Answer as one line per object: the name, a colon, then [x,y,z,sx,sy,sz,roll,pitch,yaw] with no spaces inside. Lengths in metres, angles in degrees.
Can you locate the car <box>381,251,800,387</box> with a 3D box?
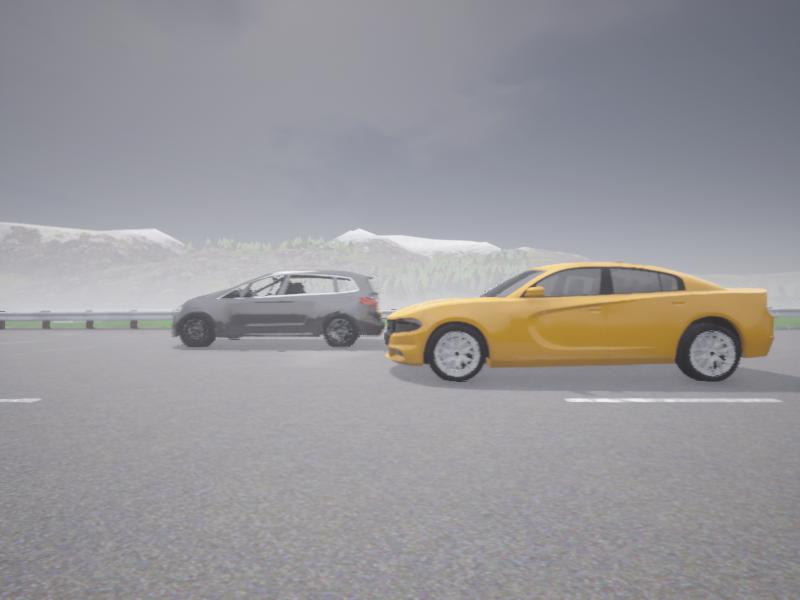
car: [2.293,0.224,5.700,5.008,1.535,1.882,-1,0,0]

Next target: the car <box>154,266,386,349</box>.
car: [-2.664,0.157,9.198,4.611,1.667,2.242,0,0,0]
